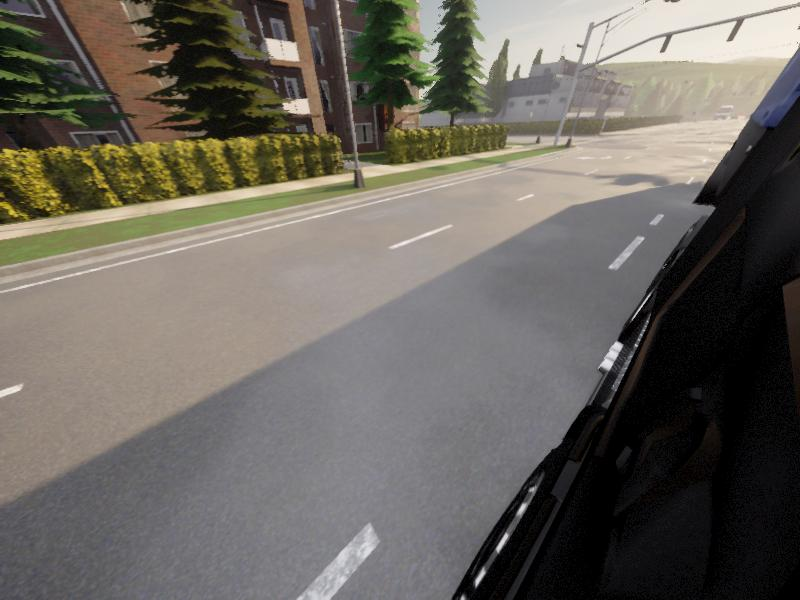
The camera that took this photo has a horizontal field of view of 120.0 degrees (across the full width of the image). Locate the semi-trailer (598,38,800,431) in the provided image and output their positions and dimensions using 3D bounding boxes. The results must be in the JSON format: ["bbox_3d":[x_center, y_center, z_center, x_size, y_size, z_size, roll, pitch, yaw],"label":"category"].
[{"bbox_3d":[8.671,-3.616,4.266,14.254,4.402,2.717,-28,44,-30],"label":"semi-trailer"}]

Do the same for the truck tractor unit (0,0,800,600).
[{"bbox_3d":[2.645,-0.295,0.351,6.516,4.208,3.053,-28,44,-30],"label":"truck tractor unit"}]
